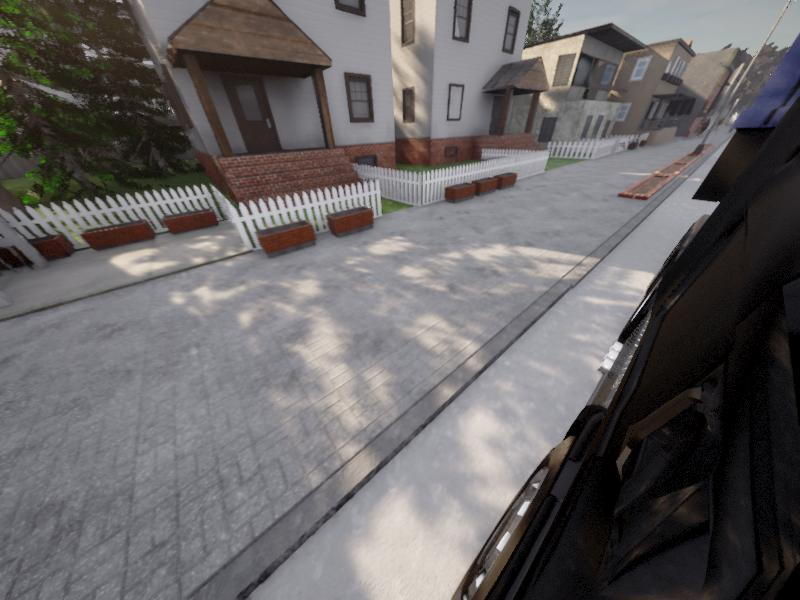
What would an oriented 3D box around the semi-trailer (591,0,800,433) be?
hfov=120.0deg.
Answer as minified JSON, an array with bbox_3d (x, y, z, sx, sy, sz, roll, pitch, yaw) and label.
[{"bbox_3d":[9.148,-3.234,3.759,14.254,4.402,2.717,-22,41,-25],"label":"semi-trailer"}]

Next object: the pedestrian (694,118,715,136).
[{"bbox_3d":[40.255,-22.806,30.521,0.751,1.860,0.751,-19,39,-21],"label":"pedestrian"}]

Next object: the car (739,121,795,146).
[{"bbox_3d":[32.574,-14.899,20.635,5.238,1.638,1.930,-28,44,-30],"label":"car"}]

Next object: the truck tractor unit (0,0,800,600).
[{"bbox_3d":[2.645,-0.295,0.351,6.516,4.208,3.053,-28,44,-30],"label":"truck tractor unit"}]

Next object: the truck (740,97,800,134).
[{"bbox_3d":[52.888,-26.363,33.216,8.468,3.827,2.891,-28,43,-30],"label":"truck"}]
